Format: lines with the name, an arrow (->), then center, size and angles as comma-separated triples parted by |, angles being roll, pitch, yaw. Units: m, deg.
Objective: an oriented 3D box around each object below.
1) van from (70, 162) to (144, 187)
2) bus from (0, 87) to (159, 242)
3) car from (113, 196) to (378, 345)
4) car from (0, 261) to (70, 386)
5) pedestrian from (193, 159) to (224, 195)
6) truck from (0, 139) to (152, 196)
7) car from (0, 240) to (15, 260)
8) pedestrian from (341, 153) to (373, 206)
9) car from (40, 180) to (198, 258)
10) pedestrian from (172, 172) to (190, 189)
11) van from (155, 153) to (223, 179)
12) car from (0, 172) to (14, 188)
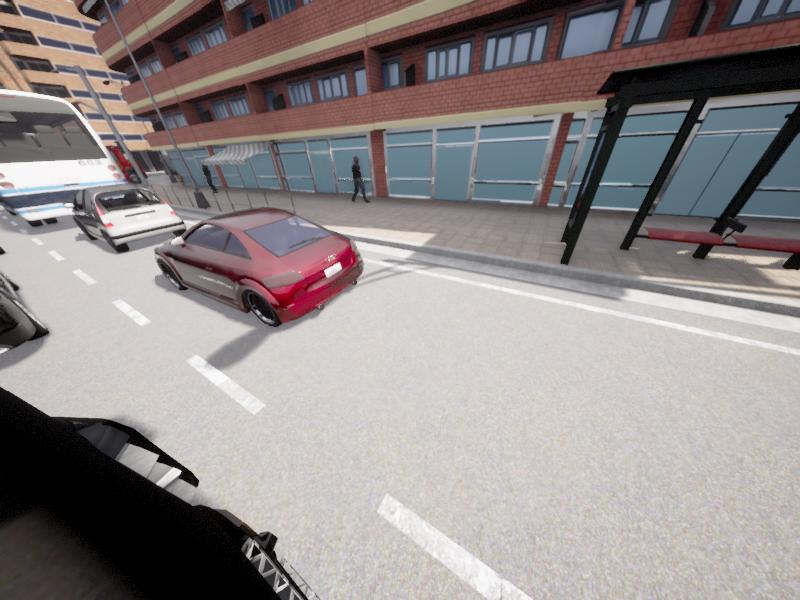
van -> -32.433, -14.035, 25.767 | 1.775, 1.987, 4.442 | 16, 38, 26
bus -> -16.819, -6.041, 10.486 | 10.273, 4.253, 3.944 | 16, 38, 26
car -> -2.783, -0.953, 4.355 | 4.181, 1.385, 1.994 | 15, 37, 25
car -> -7.292, -0.097, 3.166 | 5.238, 1.638, 1.930 | 16, 38, 26
pedestrian -> -11.856, -7.642, 14.357 | 0.751, 1.860, 0.751 | -29, 41, -33
truck -> -29.494, -12.718, 21.896 | 2.891, 3.827, 8.468 | -6, 34, -5
car -> -13.676, -1.928, 6.386 | 4.611, 1.667, 2.242 | 16, 38, 26
pedestrian -> -1.743, -5.041, 9.665 | 0.751, 1.860, 0.751 | 16, 38, 26
car -> -8.839, -2.763, 7.329 | 3.988, 1.617, 1.851 | 16, 38, 26
pedestrian -> -16.929, -9.252, 17.890 | 0.500, 1.100, 0.500 | 18, 39, 28
van -> -28.277, -18.265, 31.314 | 1.988, 2.561, 5.915 | 16, 38, 26
car -> -51.203, -14.889, 28.818 | 4.856, 1.649, 2.033 | 14, 37, 23
